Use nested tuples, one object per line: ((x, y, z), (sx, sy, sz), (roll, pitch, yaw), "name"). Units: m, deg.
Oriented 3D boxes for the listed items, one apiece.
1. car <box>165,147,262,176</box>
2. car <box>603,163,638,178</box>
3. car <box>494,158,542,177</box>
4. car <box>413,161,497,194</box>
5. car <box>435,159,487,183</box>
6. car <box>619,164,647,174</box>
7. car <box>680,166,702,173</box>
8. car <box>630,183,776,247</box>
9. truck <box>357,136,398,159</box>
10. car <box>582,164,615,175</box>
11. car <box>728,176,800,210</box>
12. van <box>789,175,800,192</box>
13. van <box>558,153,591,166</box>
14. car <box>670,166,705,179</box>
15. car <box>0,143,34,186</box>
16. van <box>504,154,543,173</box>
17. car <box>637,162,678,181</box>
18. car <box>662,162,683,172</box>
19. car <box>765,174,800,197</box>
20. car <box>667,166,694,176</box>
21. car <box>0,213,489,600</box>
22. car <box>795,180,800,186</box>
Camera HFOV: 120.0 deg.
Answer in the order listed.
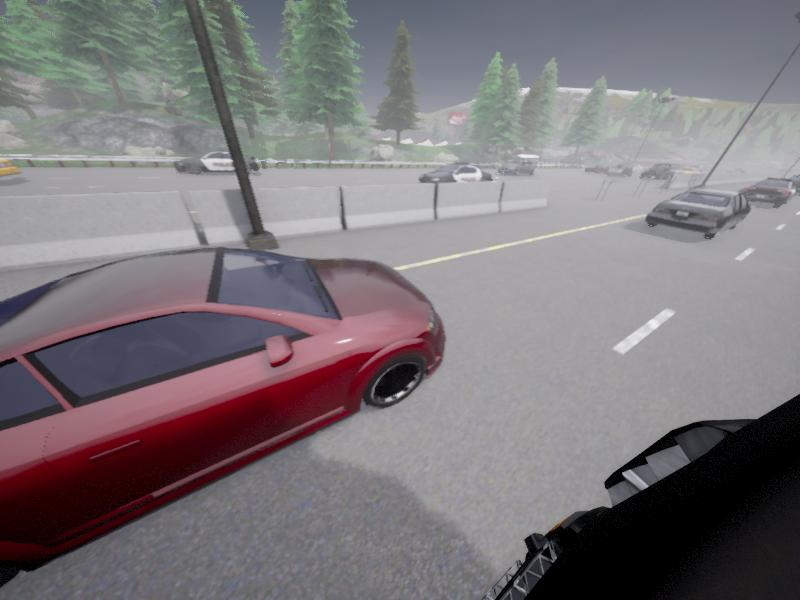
((-12.987, -9.885, 16.554), (4.974, 1.542, 2.038), (-16, 38, -26), "car")
((30.249, -17.801, 31.687), (3.988, 1.617, 1.851), (-16, 38, -26), "car")
((13.549, -15.276, 26.564), (4.611, 1.667, 2.242), (-16, 38, -26), "car")
((3.516, -7.903, 14.792), (4.974, 1.542, 2.038), (-16, 38, -26), "car")
((4.942, -10.562, 18.919), (3.633, 1.501, 1.845), (-16, 38, -26), "car")
((40.839, -22.990, 40.470), (4.674, 1.442, 1.812), (-16, 38, -26), "car")
((69.169, -31.025, 54.858), (4.718, 1.301, 1.895), (-16, 38, -26), "car")
((11.476, -3.421, 8.739), (5.357, 1.411, 2.033), (-16, 38, -26), "car")
((-4.745, -33.321, 50.495), (8.468, 3.827, 2.891), (3, 34, 0), "truck")
((30.147, -19.875, 35.096), (4.718, 1.301, 1.895), (-16, 38, -26), "car")
((24.497, -7.198, 15.297), (4.974, 1.542, 2.038), (-16, 38, -26), "car")
((46.038, -13.528, 25.565), (5.915, 2.561, 1.988), (-20, 39, -30), "van")
((43.884, -35.536, 58.274), (1.988, 2.561, 5.915), (-16, 38, -26), "van")
((43.730, -19.408, 35.147), (5.366, 1.575, 1.801), (-16, 38, -26), "car")
((-20.350, -5.569, 9.436), (5.366, 1.575, 1.801), (-16, 38, -26), "car")
((16.834, -18.605, 31.513), (4.480, 2.038, 2.069), (-15, 38, -26), "van")
((32.977, -16.466, 29.612), (3.866, 1.878, 1.905), (-16, 38, -26), "car")
((67.712, -33.073, 57.333), (3.866, 1.878, 1.905), (-16, 38, -26), "car")
((36.829, -10.721, 21.540), (4.974, 1.542, 2.038), (-16, 38, -26), "car")
((51.904, -23.896, 42.715), (3.806, 1.475, 1.970), (-16, 38, -26), "car")
((-1.580, 0.316, 2.137), (4.181, 1.385, 1.994), (-16, 38, -26), "car")
((57.683, -16.674, 32.108), (4.514, 1.525, 2.007), (-16, 38, -26), "car")
